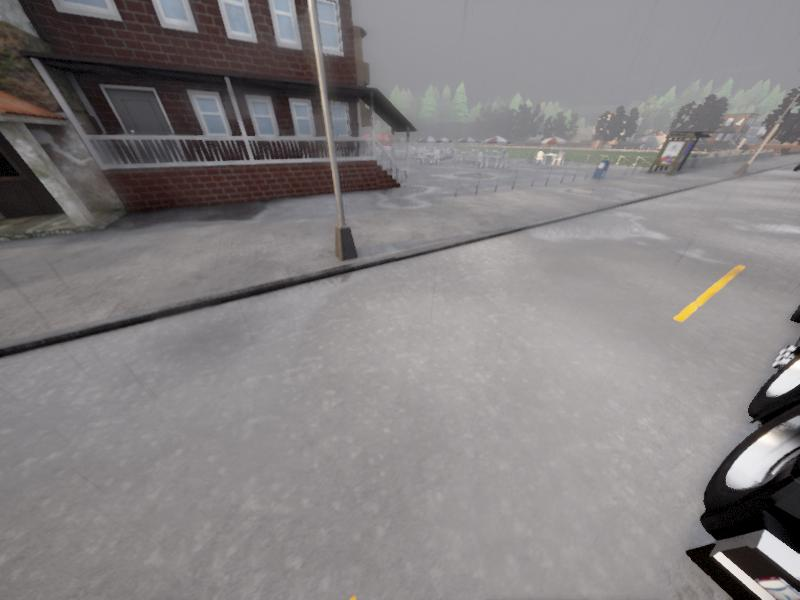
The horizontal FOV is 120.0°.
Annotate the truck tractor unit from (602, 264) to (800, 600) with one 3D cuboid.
[{"bbox_3d":[5.109,-0.303,0.780,6.516,4.208,3.053,-18,39,-24],"label":"truck tractor unit"}]

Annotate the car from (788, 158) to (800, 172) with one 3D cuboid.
[{"bbox_3d":[38.306,-12.554,21.092,5.357,1.411,2.033,-18,39,-24],"label":"car"}]
